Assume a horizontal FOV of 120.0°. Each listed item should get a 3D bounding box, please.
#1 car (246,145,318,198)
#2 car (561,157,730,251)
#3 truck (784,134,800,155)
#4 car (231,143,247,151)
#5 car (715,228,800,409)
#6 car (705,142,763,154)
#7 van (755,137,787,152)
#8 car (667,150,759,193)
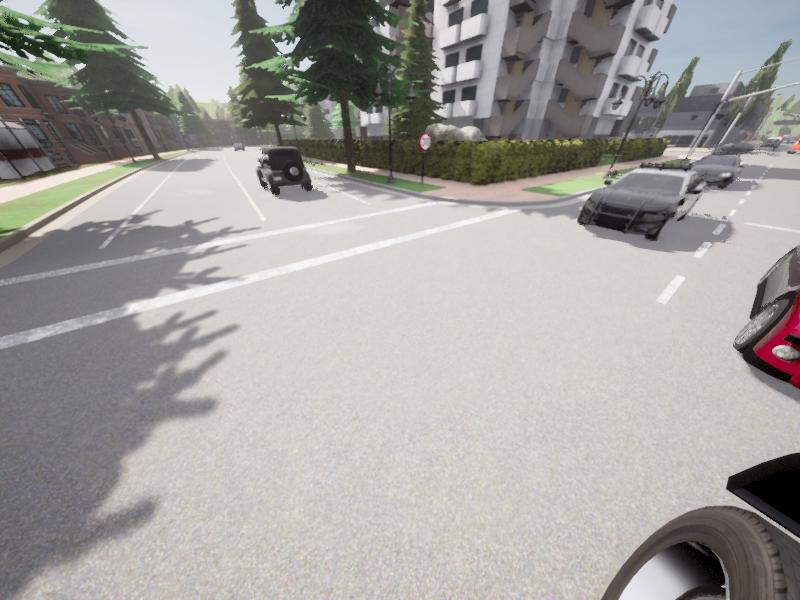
[{"bbox_3d":[-5.948,-6.542,11.548,1.905,1.878,3.866,-24,41,-29],"label":"car"},{"bbox_3d":[7.437,-3.164,6.948,5.238,1.638,1.930,-22,41,-28],"label":"car"},{"bbox_3d":[58.863,-22.371,33.207,5.204,2.467,2.627,-26,42,-31],"label":"truck"},{"bbox_3d":[-34.498,-32.920,49.630,2.033,1.411,5.357,-16,38,-21],"label":"car"},{"bbox_3d":[5.840,0.064,2.536,3.806,1.475,1.970,-22,40,-28],"label":"car"},{"bbox_3d":[50.961,-23.266,35.419,4.674,1.442,1.812,11,37,16],"label":"car"},{"bbox_3d":[65.807,-27.594,40.968,4.480,2.038,2.069,-23,41,-28],"label":"van"},{"bbox_3d":[17.279,-7.212,12.737,4.974,1.542,2.038,-23,41,-28],"label":"car"}]
